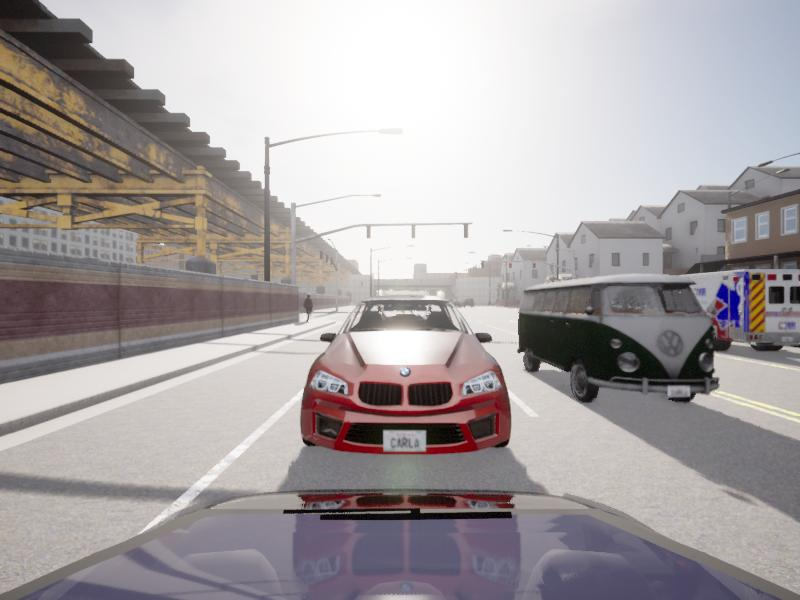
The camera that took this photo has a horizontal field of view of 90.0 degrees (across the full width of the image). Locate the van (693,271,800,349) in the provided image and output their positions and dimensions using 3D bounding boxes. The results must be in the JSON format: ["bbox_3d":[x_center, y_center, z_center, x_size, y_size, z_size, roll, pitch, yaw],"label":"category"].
[{"bbox_3d":[14.180,0.316,15.075,1.988,2.561,5.915,0,0,1],"label":"van"}]

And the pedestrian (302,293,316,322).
[{"bbox_3d":[-5.878,0.474,25.822,0.751,1.860,0.751,0,0,-1],"label":"pedestrian"}]

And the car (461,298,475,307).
[{"bbox_3d":[15.052,0.536,88.792,2.150,2.045,5.566,0,0,1],"label":"car"}]

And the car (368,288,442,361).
[{"bbox_3d":[0.157,0.641,12.301,1.905,1.878,3.866,0,0,1],"label":"car"}]

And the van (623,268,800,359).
[{"bbox_3d":[10.678,0.372,13.885,2.351,2.431,6.366,0,0,1],"label":"van"}]

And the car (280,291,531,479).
[{"bbox_3d":[0.083,0.753,5.875,2.242,1.667,4.611,0,0,1],"label":"car"}]

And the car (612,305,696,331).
[{"bbox_3d":[14.176,0.934,22.688,1.895,1.301,4.718,0,0,2],"label":"car"}]

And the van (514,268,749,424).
[{"bbox_3d":[3.601,0.597,7.346,1.775,1.987,4.442,0,0,1],"label":"van"}]
